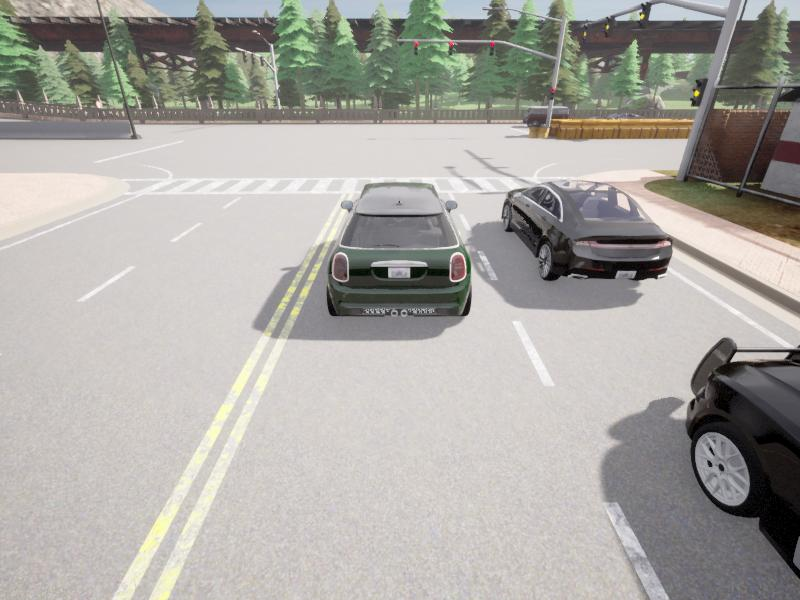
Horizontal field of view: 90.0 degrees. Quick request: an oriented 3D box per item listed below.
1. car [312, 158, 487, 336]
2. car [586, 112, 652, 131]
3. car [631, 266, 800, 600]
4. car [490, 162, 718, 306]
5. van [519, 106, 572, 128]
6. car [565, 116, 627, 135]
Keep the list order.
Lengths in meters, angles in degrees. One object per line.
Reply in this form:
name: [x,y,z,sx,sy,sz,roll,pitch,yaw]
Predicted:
car: [-0.013,-1.316,7.219,2.097,1.767,4.553,0,27,0]
car: [20.690,-16.939,37.959,4.902,1.511,2.128,-1,27,-2]
car: [3.501,1.619,1.671,1.930,1.638,5.238,0,27,0]
car: [3.489,-1.692,8.262,2.128,1.511,4.902,0,27,0]
van: [14.744,-18.659,40.790,4.442,1.987,1.775,-1,27,-2]
car: [16.946,-15.219,34.765,4.181,1.385,1.994,-1,27,-2]
